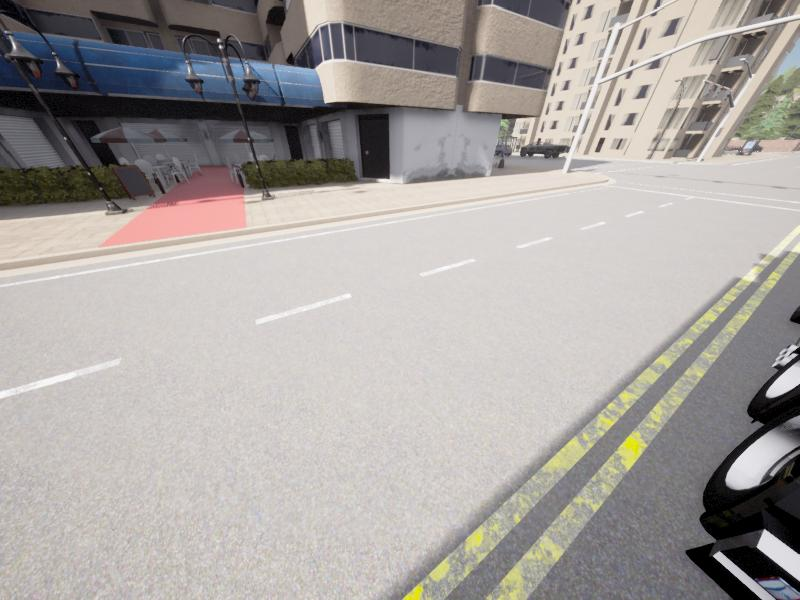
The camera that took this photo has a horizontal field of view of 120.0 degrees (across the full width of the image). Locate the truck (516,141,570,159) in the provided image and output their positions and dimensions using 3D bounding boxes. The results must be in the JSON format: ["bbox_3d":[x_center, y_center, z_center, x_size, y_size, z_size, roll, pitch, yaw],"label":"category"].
[{"bbox_3d":[21.506,-22.887,35.177,2.390,2.098,6.274,-18,39,-25],"label":"truck"}]

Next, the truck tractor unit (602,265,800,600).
[{"bbox_3d":[5.110,-0.302,0.779,6.516,4.208,3.053,-18,39,-24],"label":"truck tractor unit"}]
